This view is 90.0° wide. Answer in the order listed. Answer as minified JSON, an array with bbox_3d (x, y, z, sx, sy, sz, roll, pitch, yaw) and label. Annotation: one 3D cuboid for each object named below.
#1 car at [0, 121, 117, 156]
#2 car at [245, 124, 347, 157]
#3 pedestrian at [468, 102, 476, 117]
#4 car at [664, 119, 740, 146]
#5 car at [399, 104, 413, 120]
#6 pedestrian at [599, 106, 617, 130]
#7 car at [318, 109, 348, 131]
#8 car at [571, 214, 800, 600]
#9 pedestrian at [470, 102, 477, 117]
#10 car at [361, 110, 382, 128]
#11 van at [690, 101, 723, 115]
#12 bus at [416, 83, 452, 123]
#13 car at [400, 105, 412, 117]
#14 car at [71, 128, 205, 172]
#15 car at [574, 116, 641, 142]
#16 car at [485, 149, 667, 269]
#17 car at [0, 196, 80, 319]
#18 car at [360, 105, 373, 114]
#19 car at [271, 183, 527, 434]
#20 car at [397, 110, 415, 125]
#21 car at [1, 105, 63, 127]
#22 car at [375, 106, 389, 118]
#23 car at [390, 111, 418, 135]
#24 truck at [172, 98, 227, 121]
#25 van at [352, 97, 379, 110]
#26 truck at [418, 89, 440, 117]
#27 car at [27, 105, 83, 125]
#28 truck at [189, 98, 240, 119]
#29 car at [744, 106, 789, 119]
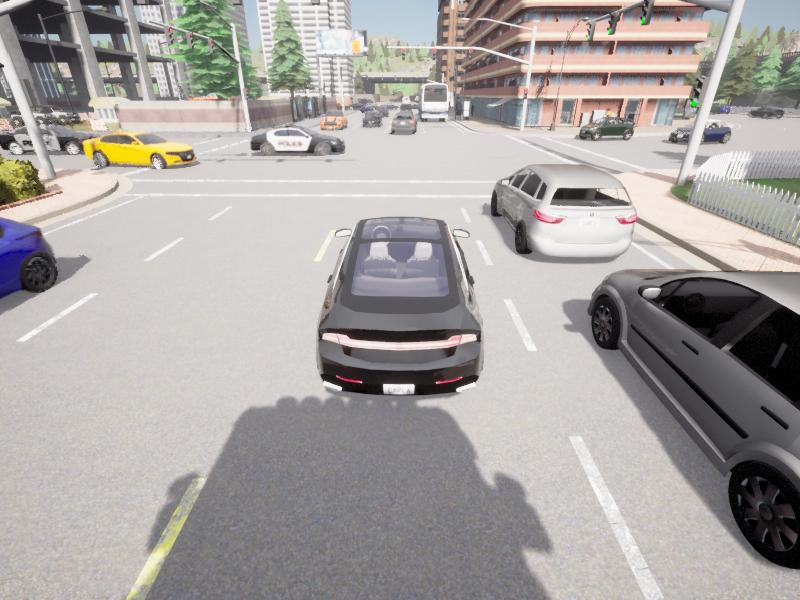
[{"bbox_3d":[-19.278,-9.031,22.312,5.238,1.638,1.930,0,27,0],"label":"car"},{"bbox_3d":[-5.631,-8.900,22.265,4.974,1.542,2.038,0,27,0],"label":"car"},{"bbox_3d":[10.348,-27.399,57.599,0.751,1.860,0.751,-5,28,-10],"label":"pedestrian"},{"bbox_3d":[20.351,-11.372,27.047,3.806,1.475,1.970,-9,29,-18],"label":"car"},{"bbox_3d":[0.819,-26.458,56.117,1.905,1.878,3.866,0,27,1],"label":"car"},{"bbox_3d":[18.535,-16.223,35.695,0.751,1.860,0.751,-5,28,-9],"label":"pedestrian"},{"bbox_3d":[-6.453,-17.658,39.076,2.097,1.767,4.553,0,27,1],"label":"car"},{"bbox_3d":[3.495,0.484,3.924,1.851,1.617,3.988,0,27,1],"label":"car"},{"bbox_3d":[10.695,-27.812,58.404,0.751,1.860,0.751,0,27,-1],"label":"pedestrian"},{"bbox_3d":[-2.902,-19.096,42.207,1.837,1.490,4.892,0,27,1],"label":"car"},{"bbox_3d":[51.571,-32.394,67.450,1.775,1.987,4.442,1,27,1],"label":"van"},{"bbox_3d":[4.140,-25.662,51.984,3.944,4.253,10.273,0,27,1],"label":"bus"},{"bbox_3d":[0.930,-29.949,63.304,1.801,1.575,5.366,0,27,1],"label":"car"},{"bbox_3d":[-12.021,-7.011,18.524,5.008,1.535,1.882,6,28,11],"label":"car"},{"bbox_3d":[15.049,-12.479,29.121,3.705,1.549,1.789,-5,28,-10],"label":"car"},{"bbox_3d":[3.606,-2.399,9.471,2.242,1.667,4.611,1,27,1],"label":"car"},{"bbox_3d":[-6.980,-0.184,5.372,1.816,1.474,4.193,0,27,1],"label":"car"},{"bbox_3d":[-5.951,-33.736,70.944,1.895,1.301,4.718,0,27,1],"label":"car"},{"bbox_3d":[0.023,-0.454,5.857,2.128,1.511,4.902,0,27,1],"label":"car"},{"bbox_3d":[0.681,-21.534,47.067,2.033,1.411,5.357,0,27,1],"label":"car"},{"bbox_3d":[-36.857,-18.474,40.154,3.866,1.878,1.905,0,27,1],"label":"car"},{"bbox_3d":[-2.624,-28.193,59.924,1.837,1.490,4.892,0,28,1],"label":"car"},{"bbox_3d":[0.400,-15.779,35.538,2.242,1.667,4.611,2,27,3],"label":"car"},{"bbox_3d":[-25.065,-23.992,50.335,5.204,2.467,2.615,0,27,1],"label":"truck"},{"bbox_3d":[-7.724,-44.360,90.253,5.915,2.561,1.988,1,27,1],"label":"van"},{"bbox_3d":[4.445,-31.279,63.388,2.891,3.827,8.468,0,27,1],"label":"truck"},{"bbox_3d":[-36.820,-19.817,42.770,3.866,1.878,1.905,0,27,1],"label":"car"},{"bbox_3d":[-25.011,-25.960,54.171,5.204,2.467,2.615,0,27,1],"label":"truck"},{"bbox_3d":[51.163,-26.240,55.987,1.837,1.490,4.892,1,27,2],"label":"car"}]
